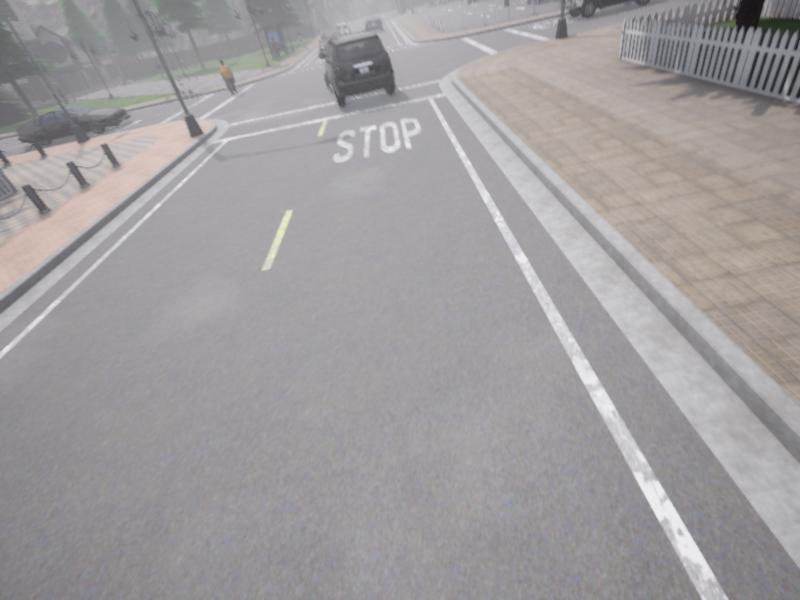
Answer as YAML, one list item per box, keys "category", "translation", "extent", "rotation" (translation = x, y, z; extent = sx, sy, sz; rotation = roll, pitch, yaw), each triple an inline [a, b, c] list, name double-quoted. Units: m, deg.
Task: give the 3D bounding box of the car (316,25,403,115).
- category: "car"
  translation: [-1.718, -8.949, 15.236]
  extent: [2.150, 2.045, 5.566]
  rotation: [-16, 37, -4]

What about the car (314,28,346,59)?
- category: "car"
  translation: [-5.522, -20.471, 31.877]
  extent: [1.789, 1.549, 3.705]
  rotation: [-10, 37, 4]

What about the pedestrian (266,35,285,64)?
- category: "pedestrian"
  translation: [-10.375, -20.917, 33.378]
  extent: [0.751, 1.860, 0.751]
  rotation: [-3, 38, 14]

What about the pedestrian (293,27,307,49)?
- category: "pedestrian"
  translation: [-10.751, -28.235, 43.061]
  extent: [0.751, 1.860, 0.751]
  rotation: [-20, 37, -9]

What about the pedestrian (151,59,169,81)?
- category: "pedestrian"
  translation: [-26.068, -24.934, 43.382]
  extent: [0.751, 1.860, 0.751]
  rotation: [-35, 42, -27]

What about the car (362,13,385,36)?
- category: "car"
  translation: [-2.900, -30.721, 44.547]
  extent: [2.163, 1.488, 4.792]
  rotation: [-10, 37, 4]

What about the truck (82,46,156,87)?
- category: "truck"
  translation: [-44.611, -37.378, 63.913]
  extent: [8.468, 3.827, 2.891]
  rotation: [-22, 38, -11]

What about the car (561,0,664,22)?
- category: "car"
  translation: [11.260, -16.436, 21.223]
  extent: [4.605, 1.855, 1.932]
  rotation: [-10, 37, 4]

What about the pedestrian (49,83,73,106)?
- category: "pedestrian"
  translation: [-33.336, -20.182, 39.365]
  extent: [0.751, 1.860, 0.751]
  rotation: [14, 44, 31]

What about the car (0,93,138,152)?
- category: "car"
  translation: [-17.032, -9.247, 20.794]
  extent: [5.357, 1.411, 2.033]
  rotation: [-10, 37, 4]

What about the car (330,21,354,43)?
- category: "car"
  translation: [-6.270, -29.276, 43.681]
  extent: [1.970, 1.475, 3.806]
  rotation: [-10, 37, 4]

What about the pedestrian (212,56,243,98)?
- category: "pedestrian"
  translation: [-9.529, -12.350, 22.161]
  extent: [0.751, 1.860, 0.751]
  rotation: [-9, 37, 5]
